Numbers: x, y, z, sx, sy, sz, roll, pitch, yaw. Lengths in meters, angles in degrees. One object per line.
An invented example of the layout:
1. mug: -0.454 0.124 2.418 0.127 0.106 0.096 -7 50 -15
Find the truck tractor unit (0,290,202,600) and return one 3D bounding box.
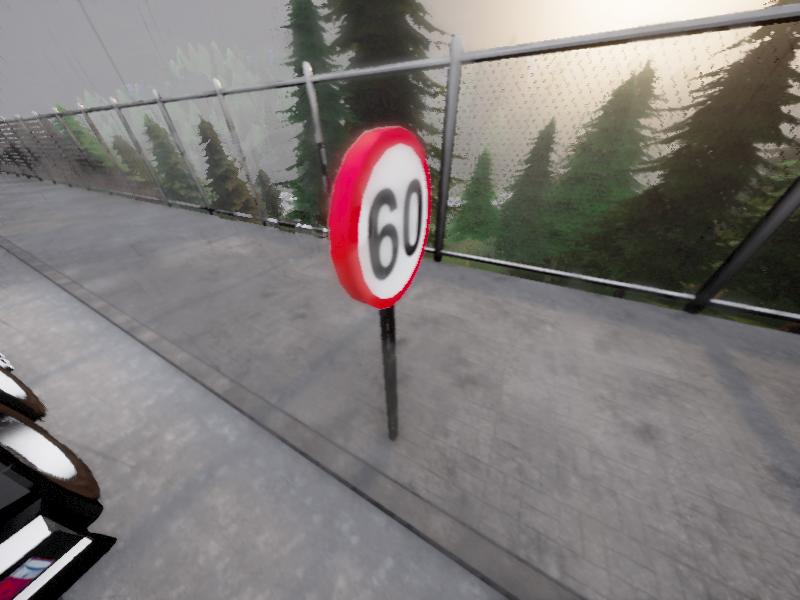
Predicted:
1. truck tractor unit: -5.161 -0.247 0.710 6.516 4.208 3.053 16 39 22
